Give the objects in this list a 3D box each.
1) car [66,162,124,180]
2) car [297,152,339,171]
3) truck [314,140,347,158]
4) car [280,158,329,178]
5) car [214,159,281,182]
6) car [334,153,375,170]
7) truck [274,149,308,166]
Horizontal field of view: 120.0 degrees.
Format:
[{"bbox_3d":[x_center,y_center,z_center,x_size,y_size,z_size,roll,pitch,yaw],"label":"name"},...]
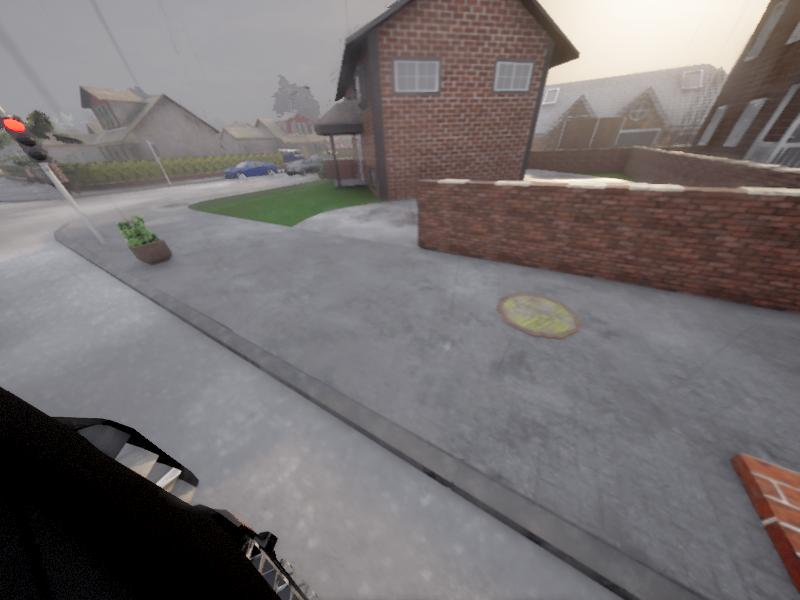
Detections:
[{"bbox_3d":[-36.699,-15.584,27.884,1.845,1.501,3.633,14,37,24],"label":"car"},{"bbox_3d":[-10.232,-17.537,29.152,2.097,1.767,4.553,16,38,26],"label":"car"},{"bbox_3d":[-18.979,-41.421,63.535,8.468,3.827,2.891,16,38,26],"label":"truck"},{"bbox_3d":[-9.594,-13.525,23.515,1.994,1.385,4.181,14,37,24],"label":"car"},{"bbox_3d":[-14.754,-12.858,22.751,1.882,1.535,5.008,16,38,26],"label":"car"},{"bbox_3d":[-5.606,-17.483,29.089,2.033,1.411,5.357,16,38,25],"label":"car"},{"bbox_3d":[-16.834,-22.084,35.695,4.478,2.038,2.069,18,39,24],"label":"truck"}]
